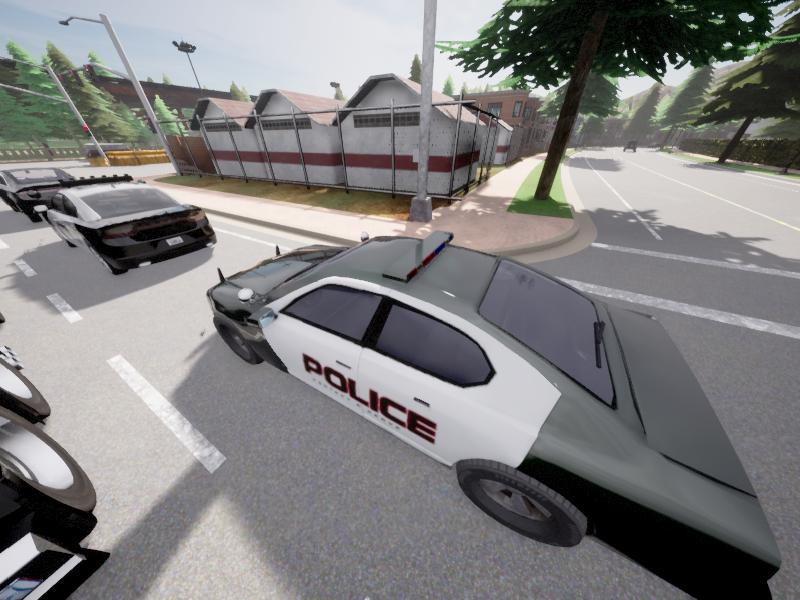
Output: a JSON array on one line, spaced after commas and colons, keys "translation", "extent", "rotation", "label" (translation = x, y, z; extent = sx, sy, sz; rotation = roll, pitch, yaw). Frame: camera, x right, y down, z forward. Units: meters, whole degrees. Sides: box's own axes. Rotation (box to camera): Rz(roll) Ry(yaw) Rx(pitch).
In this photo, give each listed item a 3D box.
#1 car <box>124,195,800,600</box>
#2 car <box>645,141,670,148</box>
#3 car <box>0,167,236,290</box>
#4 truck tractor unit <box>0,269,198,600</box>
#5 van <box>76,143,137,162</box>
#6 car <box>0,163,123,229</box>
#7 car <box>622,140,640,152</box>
[{"translation": [-0.159, 0.085, 2.536], "extent": [4.974, 1.542, 2.038], "rotation": [17, 39, 24], "label": "car"}, {"translation": [68.318, -41.156, 61.249], "extent": [5.357, 1.411, 2.033], "rotation": [-14, 37, -18], "label": "car"}, {"translation": [-6.794, -2.071, 5.583], "extent": [5.238, 1.638, 1.930], "rotation": [18, 39, 24], "label": "car"}, {"translation": [-5.120, -0.292, 0.766], "extent": [6.516, 4.208, 3.053], "rotation": [18, 39, 24], "label": "truck tractor unit"}, {"translation": [-39.635, -20.080, 31.371], "extent": [1.775, 1.987, 4.442], "rotation": [16, 38, 22], "label": "van"}, {"translation": [-13.222, -4.062, 8.602], "extent": [4.902, 1.511, 2.128], "rotation": [18, 39, 24], "label": "car"}, {"translation": [46.225, -30.802, 46.151], "extent": [1.905, 1.878, 3.866], "rotation": [25, 42, 32], "label": "car"}]
